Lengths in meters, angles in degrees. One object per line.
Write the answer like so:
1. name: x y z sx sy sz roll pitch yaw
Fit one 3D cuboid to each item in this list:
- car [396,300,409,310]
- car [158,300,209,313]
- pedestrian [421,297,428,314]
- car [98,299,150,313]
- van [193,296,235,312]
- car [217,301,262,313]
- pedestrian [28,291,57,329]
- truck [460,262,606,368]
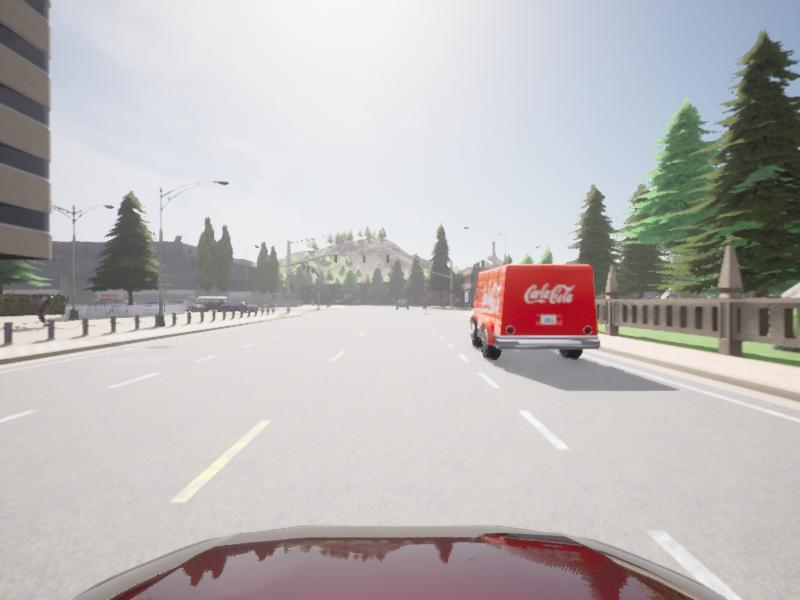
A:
1. car: 0.398 0.760 69.201 2.152 1.651 5.027 0 0 0
2. car: -26.166 0.766 48.505 5.027 1.651 2.152 0 0 0
3. pedestrian: 2.669 0.624 43.916 0.751 1.860 0.751 0 0 1
4. car: -33.392 0.764 48.496 4.856 1.649 2.033 0 0 0
5. van: -24.104 0.556 52.000 4.480 2.038 2.069 0 0 0
6. car: -19.367 0.856 48.456 4.674 1.442 1.812 0 0 1
7. pedestrian: -17.539 0.476 19.646 0.751 1.860 0.751 0 0 -8
8. truck: 3.501 0.353 11.940 2.627 2.467 5.204 0 0 0
